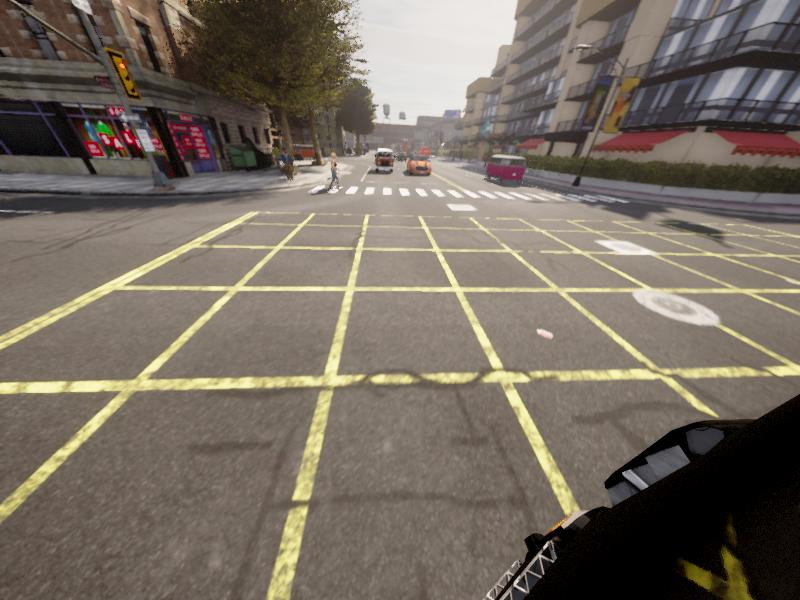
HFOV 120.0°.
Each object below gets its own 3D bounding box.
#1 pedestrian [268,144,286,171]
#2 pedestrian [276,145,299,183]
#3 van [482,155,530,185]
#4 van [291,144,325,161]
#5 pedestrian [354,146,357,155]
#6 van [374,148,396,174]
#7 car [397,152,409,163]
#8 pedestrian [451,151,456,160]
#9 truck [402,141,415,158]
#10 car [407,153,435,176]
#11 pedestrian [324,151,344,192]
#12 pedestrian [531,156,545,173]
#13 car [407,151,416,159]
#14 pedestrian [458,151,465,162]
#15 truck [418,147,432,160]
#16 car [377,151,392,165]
[{"bbox_3d":[-10.318,-11.993,19.432,0.751,1.860,0.751,-4,34,-10],"label":"pedestrian"},{"bbox_3d":[-6.668,-8.067,13.738,0.751,1.860,0.751,-20,39,-30],"label":"pedestrian"},{"bbox_3d":[9.209,-11.643,20.504,1.775,1.987,4.442,0,33,-4],"label":"van"},{"bbox_3d":[-14.596,-23.514,36.814,4.442,1.987,1.775,3,33,2],"label":"van"},{"bbox_3d":[-12.038,-40.375,62.367,0.751,1.860,0.751,3,33,0],"label":"pedestrian"},{"bbox_3d":[-1.566,-14.456,23.953,2.069,2.038,4.480,0,33,-4],"label":"van"},{"bbox_3d":[0.555,-26.854,43.406,1.837,1.490,4.892,0,34,-4],"label":"car"},{"bbox_3d":[12.769,-34.500,55.228,0.751,1.860,0.751,1,33,-3],"label":"pedestrian"},{"bbox_3d":[2.284,-44.626,68.368,2.891,3.827,8.468,0,33,-4],"label":"truck"},{"bbox_3d":[1.969,-13.912,23.603,2.097,1.767,4.553,0,33,-4],"label":"car"},{"bbox_3d":[-3.544,-6.905,12.476,0.751,1.860,0.751,-2,34,-7],"label":"pedestrian"},{"bbox_3d":[18.040,-17.732,30.168,0.751,1.860,0.751,0,33,-4],"label":"pedestrian"},{"bbox_3d":[2.893,-37.574,59.771,1.789,1.549,3.705,0,33,-4],"label":"car"},{"bbox_3d":[12.925,-30.130,48.610,0.751,1.860,0.751,-10,35,-18],"label":"pedestrian"},{"bbox_3d":[6.363,-38.309,60.312,2.627,2.467,5.204,0,33,-4],"label":"truck"},{"bbox_3d":[-2.398,-21.962,35.662,2.152,1.651,5.027,0,33,-4],"label":"car"}]
